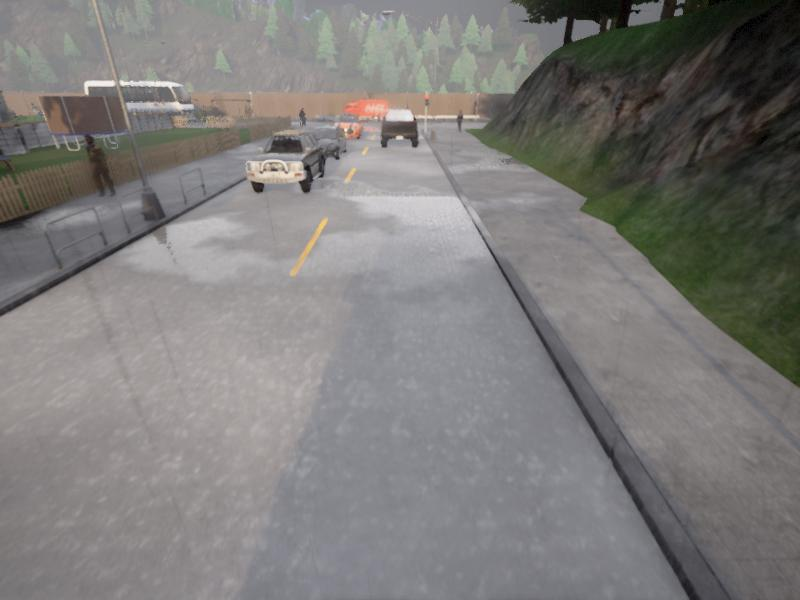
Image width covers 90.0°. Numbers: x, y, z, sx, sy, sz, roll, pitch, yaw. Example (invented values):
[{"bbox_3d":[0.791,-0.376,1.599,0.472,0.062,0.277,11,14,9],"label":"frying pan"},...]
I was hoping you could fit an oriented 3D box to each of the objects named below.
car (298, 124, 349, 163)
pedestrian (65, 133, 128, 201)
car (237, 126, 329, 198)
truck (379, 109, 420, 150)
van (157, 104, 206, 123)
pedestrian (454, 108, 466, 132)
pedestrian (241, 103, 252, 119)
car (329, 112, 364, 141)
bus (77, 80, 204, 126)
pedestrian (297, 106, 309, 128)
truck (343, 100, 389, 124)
[{"bbox_3d":[-4.021,-8.641,21.809,1.837,1.490,4.892,0,27,0],"label":"car"},{"bbox_3d":[-9.138,-4.035,12.124,0.751,1.860,0.751,0,27,0],"label":"pedestrian"},{"bbox_3d":[-4.015,-5.212,14.707,1.932,1.855,4.605,0,27,0],"label":"car"},{"bbox_3d":[-0.024,-11.570,26.878,2.390,2.098,6.274,0,27,0],"label":"truck"},{"bbox_3d":[-25.917,-22.185,47.524,4.442,1.987,1.775,0,27,0],"label":"van"},{"bbox_3d":[5.172,-15.505,34.537,0.751,1.860,0.751,0,27,-1],"label":"pedestrian"},{"bbox_3d":[-19.766,-24.278,51.491,0.751,1.860,0.751,0,27,-1],"label":"pedestrian"},{"bbox_3d":[-4.005,-13.424,30.799,2.097,1.767,4.553,0,27,0],"label":"car"},{"bbox_3d":[-27.846,-21.427,43.552,10.273,4.253,3.944,0,27,0],"label":"bus"},{"bbox_3d":[-9.445,-17.882,39.098,0.751,1.860,0.751,6,28,10],"label":"pedestrian"},{"bbox_3d":[-3.963,-22.351,47.461,5.204,2.467,2.627,0,27,0],"label":"truck"}]
